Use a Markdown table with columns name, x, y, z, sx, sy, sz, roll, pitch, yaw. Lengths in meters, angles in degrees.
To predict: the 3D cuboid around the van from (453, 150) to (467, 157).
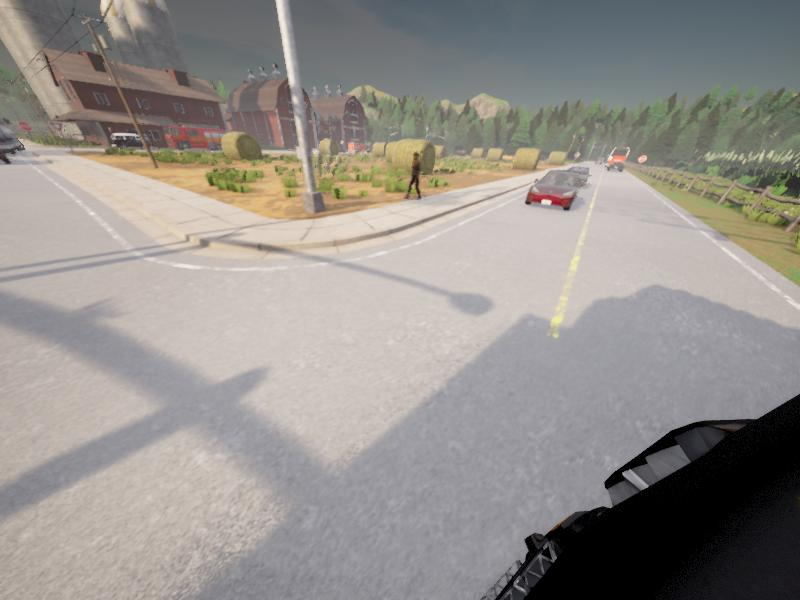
| name | x | y | z | sx | sy | sz | roll | pitch | yaw |
| --- | --- | --- | --- | --- | --- | --- | --- | --- | --- |
| van | 22.274 | -54.407 | 85.753 | 4.442 | 1.987 | 1.775 | 23 | 38 | 27 |

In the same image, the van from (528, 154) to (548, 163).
| name | x | y | z | sx | sy | sz | roll | pitch | yaw |
| --- | --- | --- | --- | --- | --- | --- | --- | --- | --- |
| van | 42.449 | -43.628 | 71.093 | 4.442 | 1.987 | 1.775 | 23 | 38 | 27 |

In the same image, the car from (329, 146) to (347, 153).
| name | x | y | z | sx | sy | sz | roll | pitch | yaw |
| --- | --- | --- | --- | --- | --- | --- | --- | --- | --- |
| car | -16.229 | -39.331 | 60.567 | 1.994 | 1.385 | 4.181 | 23 | 39 | 26 |

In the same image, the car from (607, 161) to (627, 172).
| name | x | y | z | sx | sy | sz | roll | pitch | yaw |
| --- | --- | --- | --- | --- | --- | --- | --- | --- | --- |
| car | 41.138 | -25.407 | 43.842 | 2.152 | 1.651 | 5.027 | 25 | 39 | 29 |

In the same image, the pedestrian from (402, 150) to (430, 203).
| name | x | y | z | sx | sy | sz | roll | pitch | yaw |
| --- | --- | --- | --- | --- | --- | --- | --- | --- | --- |
| pedestrian | 0.641 | -5.180 | 9.736 | 0.751 | 1.860 | 0.751 | -23 | 41 | -33 |

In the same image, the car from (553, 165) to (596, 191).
| name | x | y | z | sx | sy | sz | roll | pitch | yaw |
| --- | --- | --- | --- | --- | --- | --- | --- | --- | --- |
| car | 14.419 | -10.082 | 18.920 | 2.033 | 1.411 | 5.357 | 25 | 39 | 29 |

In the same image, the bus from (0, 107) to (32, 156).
| name | x | y | z | sx | sy | sz | roll | pitch | yaw |
| --- | --- | --- | --- | --- | --- | --- | --- | --- | --- |
| bus | -38.864 | -15.774 | 20.847 | 10.273 | 4.253 | 3.944 | 28 | 42 | 32 |

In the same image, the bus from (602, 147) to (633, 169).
| name | x | y | z | sx | sy | sz | roll | pitch | yaw |
| --- | --- | --- | --- | --- | --- | --- | --- | --- | --- |
| bus | 54.486 | -35.779 | 58.096 | 3.944 | 4.253 | 10.273 | 25 | 39 | 29 |

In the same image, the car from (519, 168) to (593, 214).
| name | x | y | z | sx | sy | sz | roll | pitch | yaw |
| --- | --- | --- | --- | --- | --- | --- | --- | --- | --- |
| car | 8.105 | -5.762 | 11.852 | 2.163 | 1.488 | 4.792 | 25 | 39 | 29 |

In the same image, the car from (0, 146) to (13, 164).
| name | x | y | z | sx | sy | sz | roll | pitch | yaw |
| --- | --- | --- | --- | --- | --- | --- | --- | --- | --- |
| car | -29.571 | -10.612 | 16.015 | 4.553 | 1.767 | 2.097 | 23 | 38 | 27 |

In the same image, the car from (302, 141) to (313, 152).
| name | x | y | z | sx | sy | sz | roll | pitch | yaw |
| --- | --- | --- | --- | --- | --- | --- | --- | --- | --- |
| car | -24.501 | -40.724 | 61.298 | 1.905 | 1.878 | 3.866 | 2 | 35 | -12 |

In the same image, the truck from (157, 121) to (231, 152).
| name | x | y | z | sx | sy | sz | roll | pitch | yaw |
| --- | --- | --- | --- | --- | --- | --- | --- | --- | --- |
| truck | -35.487 | -28.422 | 40.475 | 2.891 | 3.827 | 8.468 | 22 | 38 | 26 |

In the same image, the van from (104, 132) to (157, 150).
| name | x | y | z | sx | sy | sz | roll | pitch | yaw |
| --- | --- | --- | --- | --- | --- | --- | --- | --- | --- |
| van | -40.355 | -23.819 | 34.783 | 2.069 | 2.038 | 4.480 | 22 | 38 | 26 |

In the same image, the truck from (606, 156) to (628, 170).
| name | x | y | z | sx | sy | sz | roll | pitch | yaw |
| --- | --- | --- | --- | --- | --- | --- | --- | --- | --- |
| truck | 46.933 | -29.743 | 50.045 | 2.627 | 2.467 | 5.204 | 25 | 39 | 29 |

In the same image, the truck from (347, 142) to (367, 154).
| name | x | y | z | sx | sy | sz | roll | pitch | yaw |
| --- | --- | --- | --- | --- | --- | --- | --- | --- | --- |
| truck | -12.145 | -43.032 | 65.488 | 2.627 | 2.467 | 5.204 | 22 | 38 | 26 |
